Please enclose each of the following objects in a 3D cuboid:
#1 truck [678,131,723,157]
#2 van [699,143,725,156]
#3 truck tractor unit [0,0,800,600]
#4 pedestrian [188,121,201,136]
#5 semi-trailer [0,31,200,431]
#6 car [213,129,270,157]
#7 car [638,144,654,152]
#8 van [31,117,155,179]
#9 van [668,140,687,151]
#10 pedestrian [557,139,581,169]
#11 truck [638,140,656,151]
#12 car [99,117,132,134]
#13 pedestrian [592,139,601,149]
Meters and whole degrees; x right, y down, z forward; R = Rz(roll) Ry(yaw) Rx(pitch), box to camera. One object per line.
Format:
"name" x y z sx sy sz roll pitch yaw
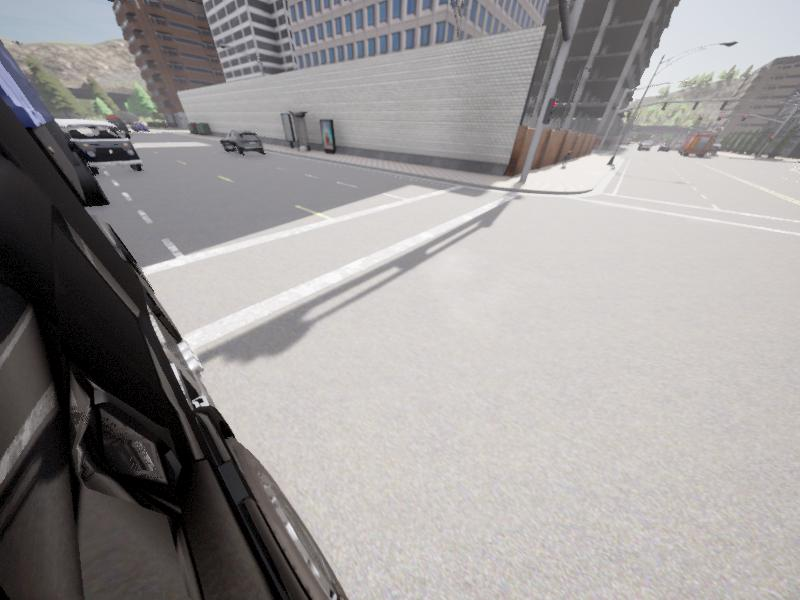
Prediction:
"truck" 57.450 -30.058 44.504 2.891 3.827 8.468 28 44 30
"van" 66.038 -31.906 49.018 2.069 2.038 4.480 28 44 30
"truck tractor unit" -2.645 -0.295 0.351 6.516 4.208 3.053 28 44 30
"pedestrian" -32.794 -27.364 36.824 0.751 1.860 0.751 29 44 31
"semi-trailer" -8.650 -3.616 4.305 14.254 4.402 2.717 28 44 31
"car" -13.265 -13.186 19.310 4.856 1.649 2.033 28 44 30
"car" 58.386 -36.165 54.847 2.033 1.411 5.357 28 44 30
"van" -14.277 -7.192 10.812 4.480 2.038 2.069 22 41 25
"van" 80.395 -44.887 67.061 2.351 2.431 6.366 28 44 30
"pedestrian" 12.873 -11.115 17.651 0.751 1.860 0.751 25 42 27
"truck" 64.145 -40.292 60.177 2.390 2.098 6.274 28 44 30
"car" -46.186 -28.329 37.482 5.566 2.045 2.150 28 44 30
"pedestrian" 45.723 -36.435 53.793 0.751 1.860 0.751 30 45 32
